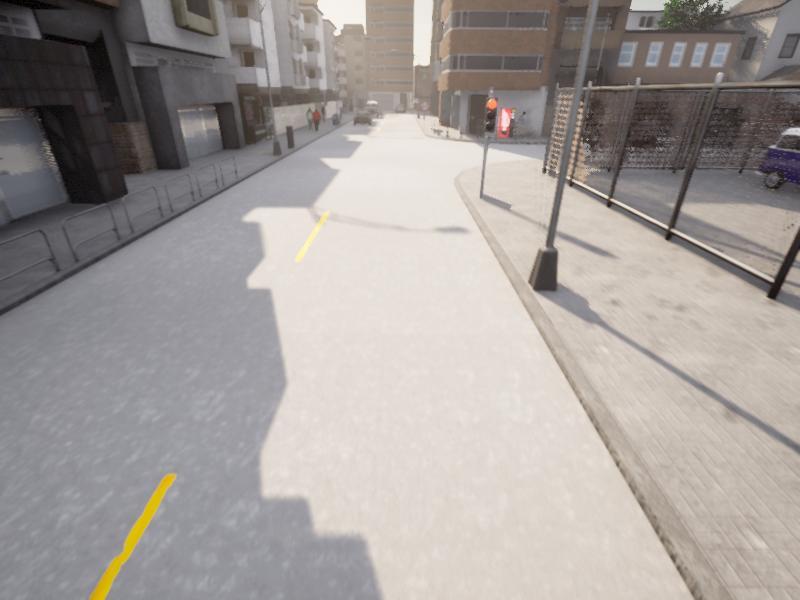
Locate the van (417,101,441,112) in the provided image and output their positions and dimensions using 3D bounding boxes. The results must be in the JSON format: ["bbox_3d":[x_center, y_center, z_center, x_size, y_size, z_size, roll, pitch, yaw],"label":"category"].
[{"bbox_3d":[5.776,-38.516,79.659,4.442,1.987,1.775,-10,29,-19],"label":"van"}]

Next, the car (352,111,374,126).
[{"bbox_3d":[-3.960,-19.707,43.346,1.895,1.301,4.718,0,27,0],"label":"car"}]

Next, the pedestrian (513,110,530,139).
[{"bbox_3d":[8.802,-12.708,29.023,0.751,1.860,0.751,-1,27,-2],"label":"pedestrian"}]

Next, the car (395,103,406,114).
[{"bbox_3d":[0.086,-34.764,72.686,2.033,1.649,4.856,0,27,0],"label":"car"}]

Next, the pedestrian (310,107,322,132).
[{"bbox_3d":[-6.924,-14.900,33.094,0.751,1.860,0.751,-2,27,-4],"label":"pedestrian"}]

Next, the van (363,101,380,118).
[{"bbox_3d":[-3.938,-26.978,56.629,2.069,2.038,4.480,0,27,0],"label":"van"}]

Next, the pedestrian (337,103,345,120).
[{"bbox_3d":[-7.294,-23.359,49.489,0.751,1.860,0.751,4,28,7],"label":"pedestrian"}]

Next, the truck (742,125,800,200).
[{"bbox_3d":[13.915,-4.237,12.624,2.069,2.038,4.478,0,27,0],"label":"truck"}]

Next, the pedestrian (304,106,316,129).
[{"bbox_3d":[-8.067,-16.384,35.957,0.751,1.860,0.751,-1,27,-3],"label":"pedestrian"}]

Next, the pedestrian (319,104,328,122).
[{"bbox_3d":[-8.486,-20.809,44.529,0.751,1.860,0.751,0,27,-1],"label":"pedestrian"}]
